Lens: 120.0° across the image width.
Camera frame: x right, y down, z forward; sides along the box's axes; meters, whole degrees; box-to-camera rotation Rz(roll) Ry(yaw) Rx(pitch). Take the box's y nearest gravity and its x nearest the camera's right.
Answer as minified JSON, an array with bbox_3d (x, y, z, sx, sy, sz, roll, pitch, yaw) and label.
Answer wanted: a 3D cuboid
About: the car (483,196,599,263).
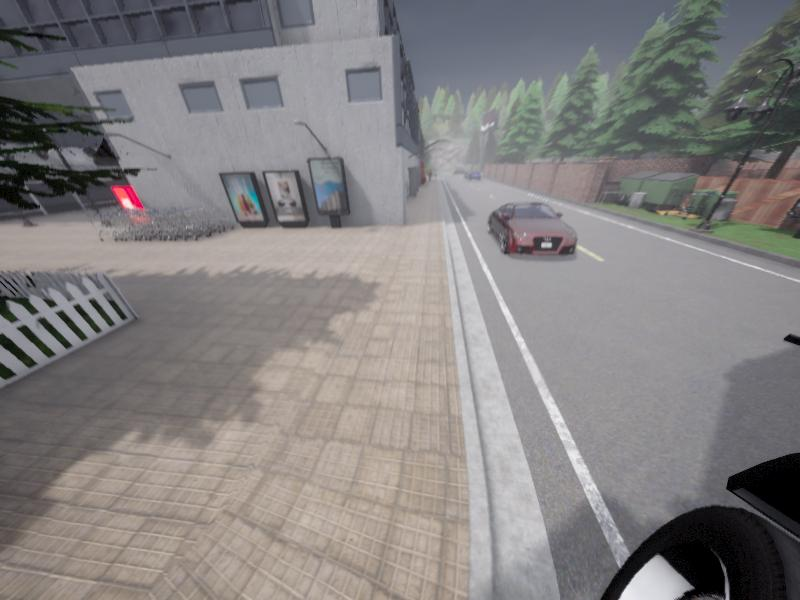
[{"bbox_3d":[4.522,-2.754,8.336,1.994,1.385,4.181,2,30,7],"label":"car"}]

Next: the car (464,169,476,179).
[{"bbox_3d":[13.899,-25.208,46.108,1.789,1.549,3.705,2,31,7],"label":"car"}]

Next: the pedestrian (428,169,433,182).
[{"bbox_3d":[4.857,-20.084,37.233,0.751,1.860,0.751,2,30,7],"label":"pedestrian"}]

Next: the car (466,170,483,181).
[{"bbox_3d":[13.052,-21.971,40.631,2.007,1.525,4.514,2,30,7],"label":"car"}]

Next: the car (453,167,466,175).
[{"bbox_3d":[16.207,-34.931,62.525,2.242,1.667,4.611,12,33,22],"label":"car"}]
